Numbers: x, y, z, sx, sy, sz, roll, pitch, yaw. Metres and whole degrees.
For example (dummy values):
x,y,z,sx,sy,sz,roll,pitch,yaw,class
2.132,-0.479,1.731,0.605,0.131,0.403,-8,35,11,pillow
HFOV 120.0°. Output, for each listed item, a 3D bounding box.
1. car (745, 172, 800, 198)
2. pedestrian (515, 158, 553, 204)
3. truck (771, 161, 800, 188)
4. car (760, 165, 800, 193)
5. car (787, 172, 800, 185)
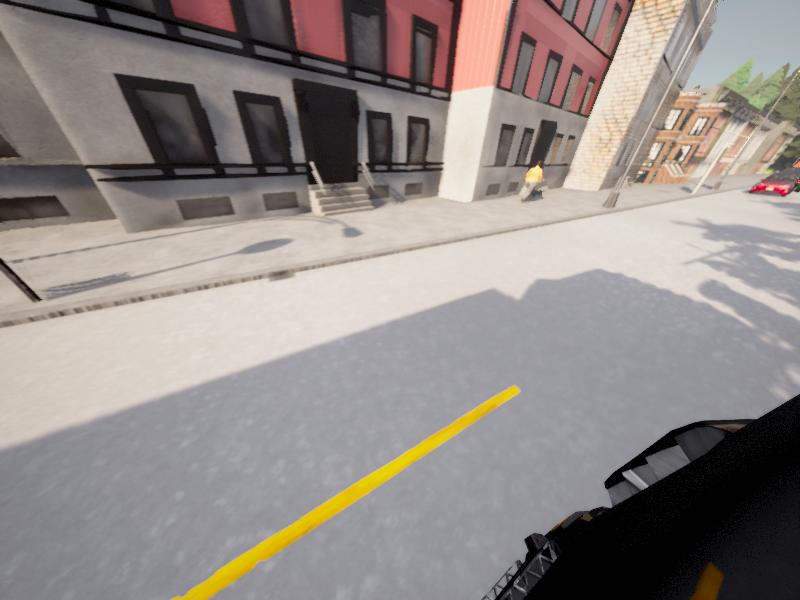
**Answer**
x,y,z,sx,sy,sz,roll,pitch,yaw,class
31.162,-9.564,19.064,4.514,1.525,2.007,-16,38,-26,car
6.338,-5.649,11.023,0.751,1.860,0.751,-15,37,-25,pedestrian
45.642,-14.142,26.066,5.204,2.467,2.627,-16,38,-26,truck
38.256,-11.841,22.493,5.566,2.045,2.150,-16,38,-26,car
52.530,-15.638,29.839,4.718,1.301,1.895,-16,38,-26,car
